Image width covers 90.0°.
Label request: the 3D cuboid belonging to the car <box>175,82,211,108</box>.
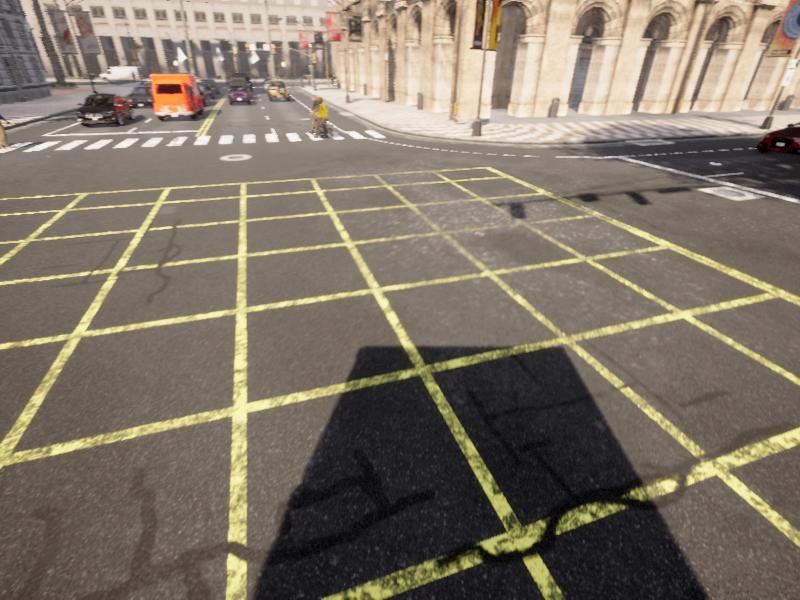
[{"bbox_3d":[-17.293,-17.320,33.670,1.930,1.638,5.238,-9,32,-16],"label":"car"}]

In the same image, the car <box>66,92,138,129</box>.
[{"bbox_3d":[-16.753,-10.879,22.808,1.837,1.490,4.892,-9,32,-16],"label":"car"}]

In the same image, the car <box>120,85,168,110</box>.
[{"bbox_3d":[-20.369,-16.304,32.112,2.033,1.411,5.357,-9,32,-16],"label":"car"}]

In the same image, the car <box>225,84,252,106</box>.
[{"bbox_3d":[-14.119,-18.023,35.104,1.816,1.474,4.193,-9,32,-16],"label":"car"}]

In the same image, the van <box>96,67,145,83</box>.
[{"bbox_3d":[-49.563,-40.055,71.100,6.366,2.431,2.351,-9,32,-16],"label":"van"}]

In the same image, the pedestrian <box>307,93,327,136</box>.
[{"bbox_3d":[-4.058,-9.102,19.622,0.751,1.860,0.751,-6,31,-11],"label":"pedestrian"}]

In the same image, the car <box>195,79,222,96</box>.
[{"bbox_3d":[-21.811,-24.318,45.706,2.163,1.488,4.792,-9,32,-16],"label":"car"}]

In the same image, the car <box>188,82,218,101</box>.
[{"bbox_3d":[-19.628,-20.859,39.947,1.994,1.385,4.181,-8,31,-15],"label":"car"}]

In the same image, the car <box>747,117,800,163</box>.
[{"bbox_3d":[17.125,-6.688,16.475,4.181,1.385,1.994,-9,32,-16],"label":"car"}]

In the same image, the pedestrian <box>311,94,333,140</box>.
[{"bbox_3d":[-3.601,-8.457,18.530,0.751,1.860,0.751,-8,31,-14],"label":"pedestrian"}]

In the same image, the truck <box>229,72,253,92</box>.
[{"bbox_3d":[-20.628,-28.392,52.091,2.390,2.098,6.274,-9,32,-16],"label":"truck"}]

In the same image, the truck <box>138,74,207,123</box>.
[{"bbox_3d":[-14.084,-12.812,25.220,2.627,2.467,5.204,-9,31,-16],"label":"truck"}]

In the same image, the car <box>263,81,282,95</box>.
[{"bbox_3d":[-15.553,-25.876,48.688,1.895,1.301,4.718,-9,32,-16],"label":"car"}]

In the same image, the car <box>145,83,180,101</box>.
[{"bbox_3d":[-22.834,-20.126,38.624,1.994,1.385,4.181,-9,32,-16],"label":"car"}]

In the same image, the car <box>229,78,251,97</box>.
[{"bbox_3d":[-18.106,-24.246,45.503,1.930,1.638,5.238,-9,32,-15],"label":"car"}]

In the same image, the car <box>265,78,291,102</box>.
[{"bbox_3d":[-11.844,-20.350,38.734,1.932,1.855,4.605,-9,32,-16],"label":"car"}]

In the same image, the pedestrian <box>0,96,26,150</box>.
[{"bbox_3d":[-15.765,-6.952,15.698,0.751,1.860,0.751,-5,31,-9],"label":"pedestrian"}]

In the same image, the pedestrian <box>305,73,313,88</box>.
[{"bbox_3d":[-13.279,-32.139,58.544,0.751,1.860,0.751,-15,34,-25],"label":"pedestrian"}]

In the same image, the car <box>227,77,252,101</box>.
[{"bbox_3d":[-15.960,-21.072,39.870,1.905,1.878,3.866,-9,32,-16],"label":"car"}]

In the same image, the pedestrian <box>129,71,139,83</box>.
[{"bbox_3d":[-45.682,-38.292,68.688,0.751,1.860,0.751,12,32,18],"label":"pedestrian"}]

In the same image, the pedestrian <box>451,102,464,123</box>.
[{"bbox_3d":[3.349,-11.000,23.479,0.500,1.100,0.500,-8,31,-15],"label":"pedestrian"}]
